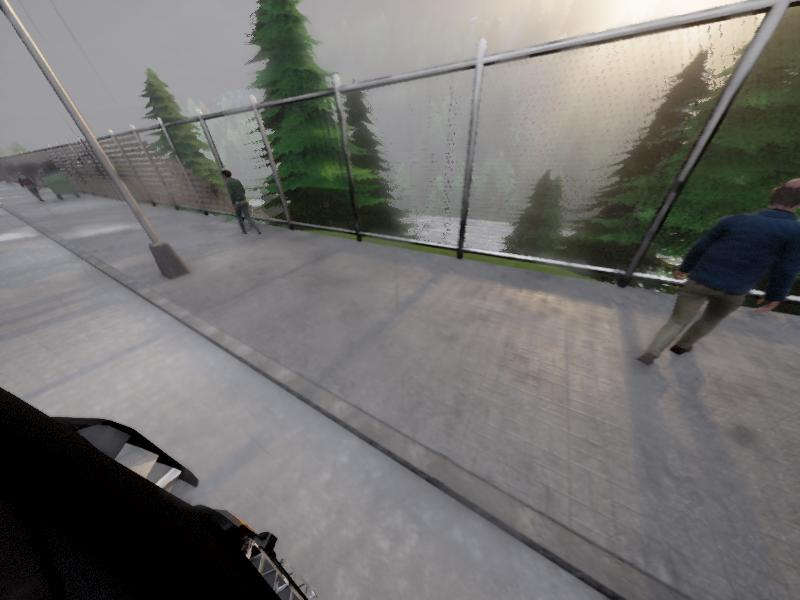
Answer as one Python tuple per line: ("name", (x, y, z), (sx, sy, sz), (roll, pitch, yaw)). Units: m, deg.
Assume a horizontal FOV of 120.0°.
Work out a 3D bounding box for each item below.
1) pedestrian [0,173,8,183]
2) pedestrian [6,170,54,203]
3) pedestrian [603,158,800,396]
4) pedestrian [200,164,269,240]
("pedestrian", (-64.169, -19.804, 36.831), (0.751, 1.860, 0.751), (9, 35, 17))
("pedestrian", (-24.057, -7.402, 15.056), (0.751, 1.860, 0.751), (16, 38, 26))
("pedestrian", (2.870, -0.146, 2.053), (0.751, 1.860, 0.751), (-14, 35, -16))
("pedestrian", (-4.650, -2.799, 6.631), (0.751, 1.860, 0.751), (14, 37, 24))
